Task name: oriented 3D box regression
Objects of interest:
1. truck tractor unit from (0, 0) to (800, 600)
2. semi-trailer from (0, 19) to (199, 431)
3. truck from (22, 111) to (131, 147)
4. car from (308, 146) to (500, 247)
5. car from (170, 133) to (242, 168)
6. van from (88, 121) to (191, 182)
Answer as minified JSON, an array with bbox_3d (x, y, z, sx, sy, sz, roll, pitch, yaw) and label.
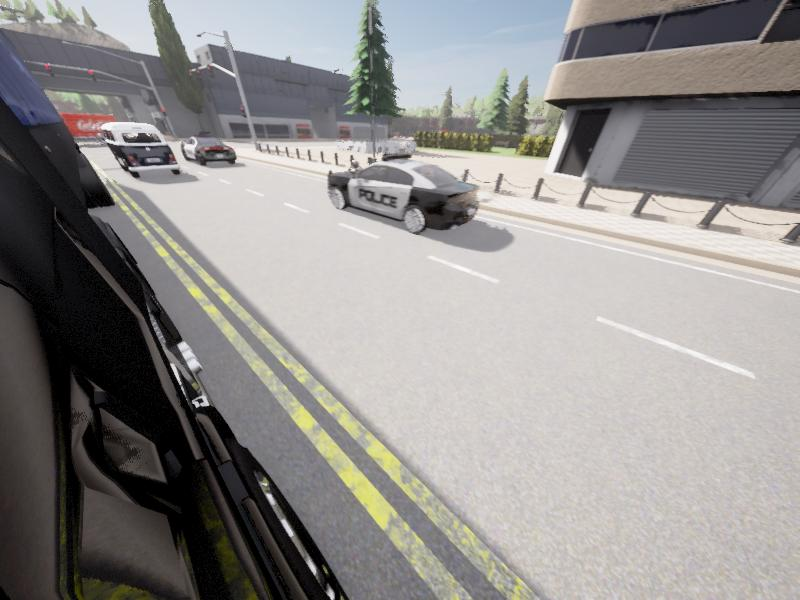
[{"bbox_3d":[-2.645,-0.295,0.351,6.516,4.208,3.053,28,44,30],"label":"truck tractor unit"},{"bbox_3d":[-8.597,-3.632,4.381,14.254,4.402,2.717,29,44,31],"label":"semi-trailer"},{"bbox_3d":[-29.743,-15.853,21.556,2.627,2.467,5.204,27,43,30],"label":"truck"},{"bbox_3d":[-0.209,-3.383,6.849,5.238,1.638,1.930,28,43,30],"label":"car"},{"bbox_3d":[-12.720,-9.862,15.096,4.974,1.542,2.038,28,43,31],"label":"car"},{"bbox_3d":[-12.529,-7.258,11.127,4.480,2.038,2.069,28,43,30],"label":"van"}]
